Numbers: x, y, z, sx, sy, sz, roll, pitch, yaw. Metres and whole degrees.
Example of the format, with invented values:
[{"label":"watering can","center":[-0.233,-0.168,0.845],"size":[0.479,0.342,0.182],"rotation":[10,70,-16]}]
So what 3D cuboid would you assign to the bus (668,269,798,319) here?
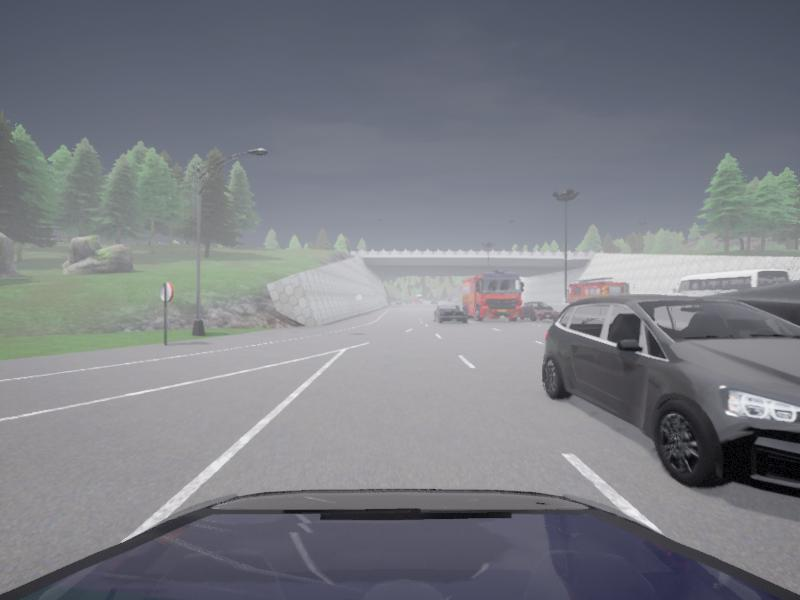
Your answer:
[{"label":"bus","center":[31.281,-0.508,38.576],"size":[3.944,4.253,10.273],"rotation":[0,0,0]}]

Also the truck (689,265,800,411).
[{"label":"truck","center":[6.979,0.547,4.856],"size":[2.390,2.098,6.274],"rotation":[0,0,0]}]

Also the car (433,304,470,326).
[{"label":"car","center":[3.427,0.961,27.531],"size":[1.895,1.301,4.718],"rotation":[0,0,0]}]

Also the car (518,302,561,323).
[{"label":"car","center":[10.422,0.874,30.211],"size":[1.816,1.474,4.193],"rotation":[0,0,0]}]

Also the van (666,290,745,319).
[{"label":"van","center":[27.908,0.402,36.955],"size":[2.351,2.431,6.366],"rotation":[0,0,0]}]

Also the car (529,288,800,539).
[{"label":"car","center":[3.480,0.761,4.969],"size":[2.242,1.667,4.611],"rotation":[0,0,0]}]

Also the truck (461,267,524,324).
[{"label":"truck","center":[6.913,-0.300,31.275],"size":[2.891,3.827,8.468],"rotation":[0,0,0]}]

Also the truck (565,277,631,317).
[{"label":"truck","center":[20.896,-0.293,42.958],"size":[2.891,3.827,8.468],"rotation":[0,0,0]}]
